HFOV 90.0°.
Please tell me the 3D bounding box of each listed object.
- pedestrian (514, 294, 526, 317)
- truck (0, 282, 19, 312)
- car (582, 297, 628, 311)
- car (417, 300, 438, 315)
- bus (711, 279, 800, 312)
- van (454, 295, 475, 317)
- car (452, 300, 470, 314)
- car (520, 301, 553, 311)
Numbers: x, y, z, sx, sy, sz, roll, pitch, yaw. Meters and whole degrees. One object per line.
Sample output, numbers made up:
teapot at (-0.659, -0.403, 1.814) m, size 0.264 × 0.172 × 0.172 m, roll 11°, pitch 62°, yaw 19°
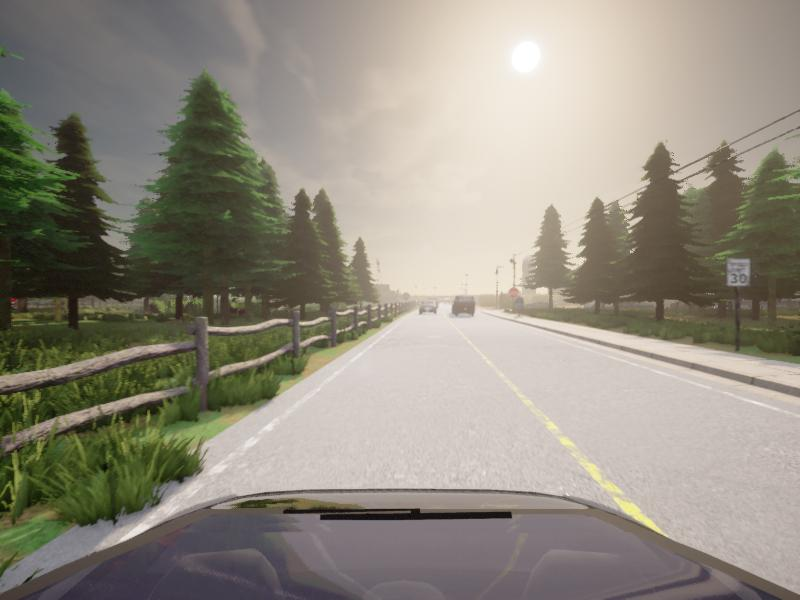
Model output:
pedestrian at (9.980, 0.439, 33.220) m, size 0.751 × 1.860 × 0.751 m, roll 0°, pitch 0°, yaw 31°
truck at (-51.271, -0.364, 48.225) m, size 2.891 × 3.827 × 8.468 m, roll 0°, pitch 0°, yaw -4°
car at (29.840, 0.532, 58.265) m, size 5.566 × 2.045 × 2.150 m, roll 0°, pitch 0°, yaw 3°
car at (3.013, 0.778, 42.573) m, size 2.128 × 1.511 × 4.902 m, roll 0°, pitch 0°, yaw 5°
bus at (48.641, -0.560, 53.915) m, size 10.273 × 4.253 × 3.944 m, roll 0°, pitch 0°, yaw 3°
van at (6.184, 0.545, 38.720) m, size 1.775 × 1.987 × 4.442 m, roll 0°, pitch 0°, yaw 5°
car at (6.796, 0.784, 44.917) m, size 1.837 × 1.490 × 4.892 m, roll 0°, pitch 0°, yaw 7°
car at (19.988, 0.869, 58.786) m, size 4.181 × 1.385 × 1.994 m, roll 0°, pitch 0°, yaw 1°
